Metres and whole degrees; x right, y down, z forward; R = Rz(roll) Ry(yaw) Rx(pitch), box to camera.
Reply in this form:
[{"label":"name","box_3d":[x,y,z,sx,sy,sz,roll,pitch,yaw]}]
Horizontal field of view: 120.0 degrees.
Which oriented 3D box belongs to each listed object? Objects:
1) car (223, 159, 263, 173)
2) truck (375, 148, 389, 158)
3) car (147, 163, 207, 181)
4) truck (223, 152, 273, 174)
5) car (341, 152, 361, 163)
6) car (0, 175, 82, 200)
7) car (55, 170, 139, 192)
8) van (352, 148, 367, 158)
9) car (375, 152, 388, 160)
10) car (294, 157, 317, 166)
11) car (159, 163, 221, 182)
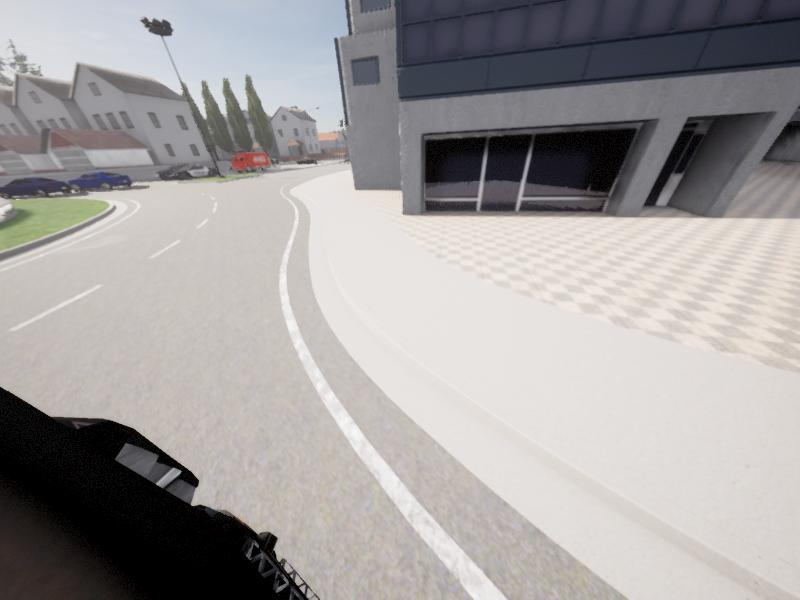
[{"label":"car","box_3d":[-24.908,-21.477,36.914,1.930,1.638,5.238,6,34,13]},{"label":"truck","box_3d":[-5.279,-43.404,68.164,2.390,2.098,6.274,4,34,11]},{"label":"car","box_3d":[-28.208,-16.348,29.419,2.033,1.649,4.856,12,36,22]},{"label":"truck","box_3d":[-22.183,-20.240,34.098,2.627,2.467,5.204,7,34,15]},{"label":"car","box_3d":[-10.130,-29.821,48.376,2.242,1.667,4.611,4,34,11]},{"label":"car","box_3d":[-30.199,-9.257,19.010,4.674,1.442,1.812,-4,33,-2]},{"label":"car","box_3d":[-28.508,-11.306,21.895,5.008,1.535,1.882,-1,33,3]},{"label":"van","box_3d":[-12.534,-45.758,71.983,2.351,2.431,6.366,4,34,11]},{"label":"car","box_3d":[-4.546,-35.335,56.629,1.895,1.301,4.718,4,34,11]},{"label":"car","box_3d":[-18.837,-27.851,46.406,1.895,1.301,4.718,4,34,11]},{"label":"car","box_3d":[-25.168,-15.499,27.985,2.038,1.542,4.974,13,37,22]}]
